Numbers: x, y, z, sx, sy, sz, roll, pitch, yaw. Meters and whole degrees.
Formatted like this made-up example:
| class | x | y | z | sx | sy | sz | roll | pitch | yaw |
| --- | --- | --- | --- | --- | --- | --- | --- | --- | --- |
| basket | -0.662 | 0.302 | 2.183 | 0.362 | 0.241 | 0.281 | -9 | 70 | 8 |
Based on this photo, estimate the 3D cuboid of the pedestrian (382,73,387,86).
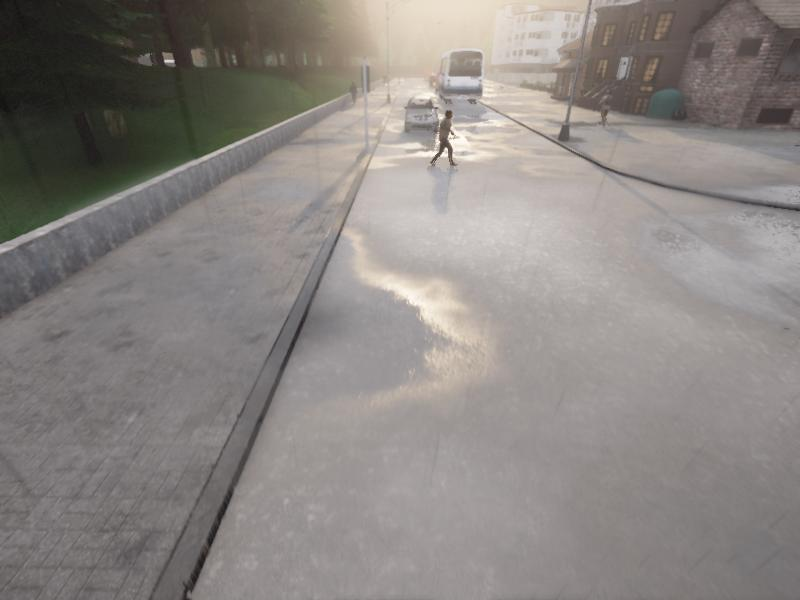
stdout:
| class | x | y | z | sx | sy | sz | roll | pitch | yaw |
| --- | --- | --- | --- | --- | --- | --- | --- | --- | --- |
| pedestrian | -2.641 | -37.935 | 68.752 | 0.751 | 1.860 | 0.751 | 5 | 31 | 8 |

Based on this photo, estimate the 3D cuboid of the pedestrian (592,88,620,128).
| class | x | y | z | sx | sy | sz | roll | pitch | yaw |
| --- | --- | --- | --- | --- | --- | --- | --- | --- | --- |
| pedestrian | 11.066 | -10.309 | 21.521 | 0.751 | 1.860 | 0.751 | 2 | 30 | 4 |

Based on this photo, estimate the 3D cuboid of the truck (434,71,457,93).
| class | x | y | z | sx | sy | sz | roll | pitch | yaw |
| --- | --- | --- | --- | --- | --- | --- | --- | --- | --- |
| truck | 6.010 | -29.182 | 53.445 | 2.627 | 2.467 | 5.204 | 1 | 30 | 1 |

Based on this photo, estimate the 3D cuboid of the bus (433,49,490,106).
| class | x | y | z | sx | sy | sz | roll | pitch | yaw |
| --- | --- | --- | --- | --- | --- | --- | --- | --- | --- |
| bus | 5.506 | -21.379 | 38.342 | 3.944 | 4.253 | 10.273 | 1 | 30 | 1 |

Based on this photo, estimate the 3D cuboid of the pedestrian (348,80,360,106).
| class | x | y | z | sx | sy | sz | roll | pitch | yaw |
| --- | --- | --- | --- | --- | --- | --- | --- | --- | --- |
| pedestrian | -3.853 | -17.385 | 33.619 | 0.751 | 1.860 | 0.751 | 1 | 30 | 2 |

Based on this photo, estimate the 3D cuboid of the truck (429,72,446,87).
| class | x | y | z | sx | sy | sz | roll | pitch | yaw |
| --- | --- | --- | --- | --- | --- | --- | --- | --- | --- |
| truck | 6.408 | -37.917 | 68.742 | 2.390 | 2.098 | 6.274 | 1 | 30 | 1 |

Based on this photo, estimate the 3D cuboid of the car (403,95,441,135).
| class | x | y | z | sx | sy | sz | roll | pitch | yaw |
| --- | --- | --- | --- | --- | --- | --- | --- | --- | --- |
| car | 1.122 | -10.109 | 21.692 | 1.851 | 1.617 | 3.988 | 0 | 30 | 1 |

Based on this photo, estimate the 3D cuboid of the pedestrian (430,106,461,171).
| class | x | y | z | sx | sy | sz | roll | pitch | yaw |
| --- | --- | --- | --- | --- | --- | --- | --- | --- | --- |
| pedestrian | 1.500 | -5.330 | 13.222 | 0.751 | 1.860 | 0.751 | 10 | 32 | 16 |
